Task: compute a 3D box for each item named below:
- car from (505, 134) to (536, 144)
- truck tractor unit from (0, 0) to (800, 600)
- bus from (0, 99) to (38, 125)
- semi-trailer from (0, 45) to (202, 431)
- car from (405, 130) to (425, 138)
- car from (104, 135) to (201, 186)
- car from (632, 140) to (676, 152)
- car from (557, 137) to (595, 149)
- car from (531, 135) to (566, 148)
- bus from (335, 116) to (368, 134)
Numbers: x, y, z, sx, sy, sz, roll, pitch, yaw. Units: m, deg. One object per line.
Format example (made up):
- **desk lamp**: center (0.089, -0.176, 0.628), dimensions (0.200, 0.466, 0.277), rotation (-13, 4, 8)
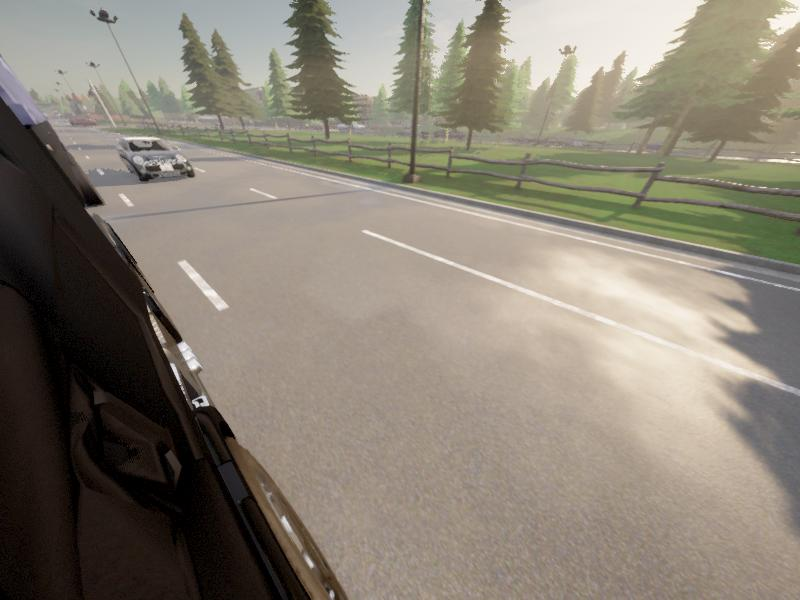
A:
- **car**: center (25.929, -34.785, 49.837), dimensions (5.238, 1.638, 1.930), rotation (28, 44, 30)
- **truck tractor unit**: center (-2.645, -0.295, 0.351), dimensions (6.516, 4.208, 3.053), rotation (28, 44, 30)
- **bus**: center (-86.591, -42.098, 51.910), dimensions (10.273, 4.253, 3.944), rotation (28, 44, 30)
- **semi-trailer**: center (-8.707, -3.571, 4.258), dimensions (14.254, 4.402, 2.717), rotation (28, 44, 30)
- **car**: center (3.672, -41.090, 57.242), dimensions (4.514, 1.525, 2.007), rotation (28, 44, 30)
- **car**: center (-10.994, -6.334, 10.284), dimensions (3.806, 1.475, 1.970), rotation (28, 44, 30)
- **car**: center (44.924, -27.375, 40.984), dimensions (5.008, 1.535, 1.882), rotation (28, 44, 30)
- **car**: center (32.031, -28.731, 42.168), dimensions (4.974, 1.542, 2.038), rotation (28, 44, 30)
- **car**: center (26.873, -28.765, 41.877), dimensions (4.856, 1.649, 2.033), rotation (28, 44, 30)
- **bus**: center (-15.315, -54.980, 72.540), dimensions (10.273, 4.253, 3.944), rotation (28, 44, 30)
